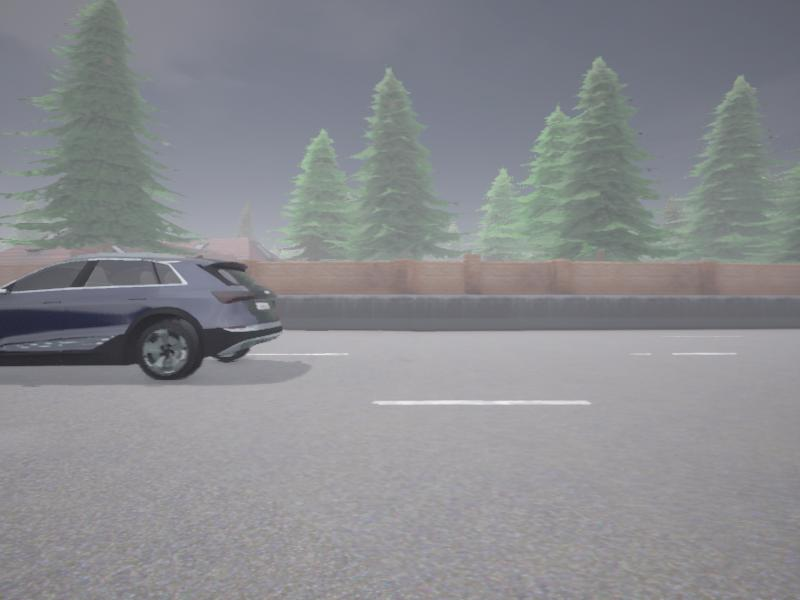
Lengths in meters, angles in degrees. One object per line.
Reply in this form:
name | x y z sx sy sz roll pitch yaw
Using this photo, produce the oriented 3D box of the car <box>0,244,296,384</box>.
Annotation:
car | -4.226 0.184 5.837 4.856 1.649 2.033 -1 0 1
